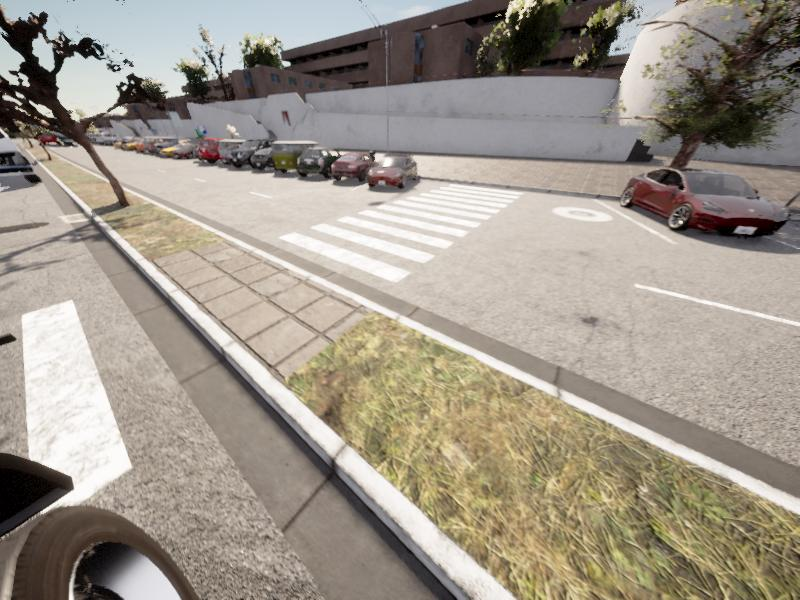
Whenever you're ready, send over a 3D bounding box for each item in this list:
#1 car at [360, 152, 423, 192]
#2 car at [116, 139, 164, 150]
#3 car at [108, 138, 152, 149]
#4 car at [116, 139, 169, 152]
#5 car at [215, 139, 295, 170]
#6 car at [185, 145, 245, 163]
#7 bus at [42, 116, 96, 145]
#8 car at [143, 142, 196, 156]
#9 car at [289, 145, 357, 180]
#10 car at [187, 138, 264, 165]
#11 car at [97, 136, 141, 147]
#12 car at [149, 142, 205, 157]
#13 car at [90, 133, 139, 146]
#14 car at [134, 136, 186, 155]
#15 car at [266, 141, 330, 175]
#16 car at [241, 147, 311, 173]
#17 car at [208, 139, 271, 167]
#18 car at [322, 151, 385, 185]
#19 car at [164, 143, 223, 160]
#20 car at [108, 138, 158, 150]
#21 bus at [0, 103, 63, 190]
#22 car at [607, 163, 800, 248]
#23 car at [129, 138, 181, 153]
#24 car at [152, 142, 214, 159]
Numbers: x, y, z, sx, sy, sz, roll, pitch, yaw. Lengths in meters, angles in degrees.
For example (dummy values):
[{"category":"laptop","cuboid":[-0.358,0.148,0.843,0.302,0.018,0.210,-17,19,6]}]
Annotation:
[{"category":"car","cuboid":[-0.241,-7.526,13.298,2.163,1.488,4.792,10,36,13]},{"category":"car","cuboid":[-43.651,-26.226,38.908,2.163,1.488,4.792,10,36,12]},{"category":"car","cuboid":[-48.479,-28.315,41.695,2.002,1.452,4.674,10,36,13]},{"category":"car","cuboid":[-41.295,-25.075,37.315,1.946,1.575,5.366,11,36,12]},{"category":"car","cuboid":[-12.305,-12.880,20.290,2.435,2.045,5.566,10,36,13]},{"category":"car","cuboid":[-19.543,-15.732,24.760,2.002,1.452,4.674,10,36,13]},{"category":"bus","cuboid":[-65.117,-32.992,45.389,10.273,4.253,3.944,22,41,29]},{"category":"car","cuboid":[-31.605,-20.922,31.856,2.002,1.452,4.674,10,36,13]},{"category":"car","cuboid":[-5.082,-9.706,16.076,2.185,1.767,4.553,10,36,13]},{"category":"car","cuboid":[-17.121,-14.961,23.194,2.435,2.045,5.566,10,36,13]},{"category":"car","cuboid":[-55.694,-31.508,45.900,2.231,1.521,4.892,11,36,12]},{"category":"car","cuboid":[-29.185,-19.902,30.465,2.163,1.488,4.792,10,36,13]},{"category":"car","cuboid":[-58.104,-32.778,47.184,2.435,2.045,5.566,10,36,13]},{"category":"car","cuboid":[-34.030,-22.123,33.022,1.878,1.987,4.442,11,36,12]},{"category":"car","cuboid":[-7.453,-10.893,17.564,1.878,1.987,4.442,10,36,13]},{"category":"car","cuboid":[-9.898,-11.662,19.024,2.231,1.521,4.892,10,36,13]},{"category":"car","cuboid":[-14.741,-13.834,21.662,1.878,1.987,4.442,10,36,13]},{"category":"car","cuboid":[-2.668,-8.562,14.763,2.002,1.452,4.674,10,36,13]},{"category":"car","cuboid":[-24.371,-17.789,27.579,2.163,1.488,4.792,10,36,12]},{"category":"car","cuboid":[-46.115,-27.194,40.121,1.946,1.575,5.366,11,36,12]},{"category":"bus","cuboid":[-23.854,-8.909,12.620,10.273,4.253,3.944,23,41,29]},{"category":"car","cuboid":[9.461,-3.407,7.549,2.163,1.488,4.792,10,36,13]},{"category":"car","cuboid":[-36.432,-23.146,34.559,2.185,1.767,4.553,10,36,12]},{"category":"car","cuboid":[-26.821,-18.769,28.855,1.946,1.575,5.366,10,36,12]}]
